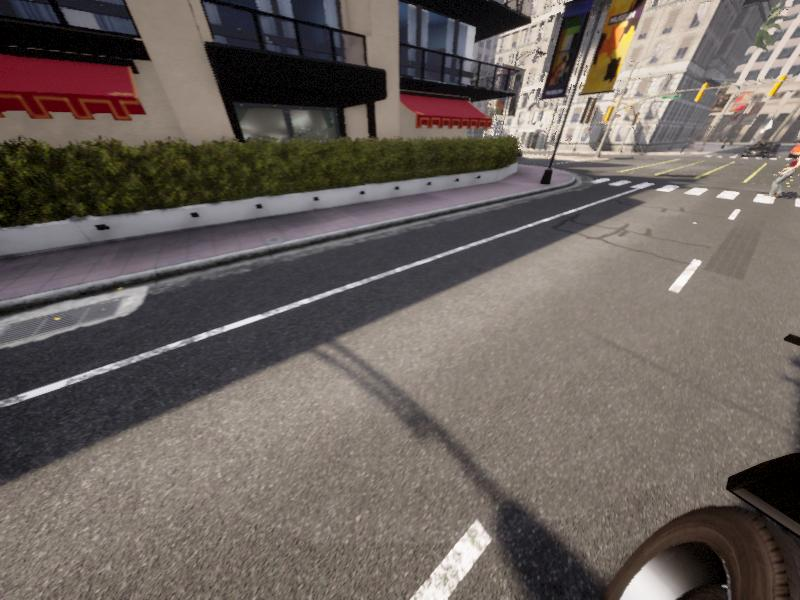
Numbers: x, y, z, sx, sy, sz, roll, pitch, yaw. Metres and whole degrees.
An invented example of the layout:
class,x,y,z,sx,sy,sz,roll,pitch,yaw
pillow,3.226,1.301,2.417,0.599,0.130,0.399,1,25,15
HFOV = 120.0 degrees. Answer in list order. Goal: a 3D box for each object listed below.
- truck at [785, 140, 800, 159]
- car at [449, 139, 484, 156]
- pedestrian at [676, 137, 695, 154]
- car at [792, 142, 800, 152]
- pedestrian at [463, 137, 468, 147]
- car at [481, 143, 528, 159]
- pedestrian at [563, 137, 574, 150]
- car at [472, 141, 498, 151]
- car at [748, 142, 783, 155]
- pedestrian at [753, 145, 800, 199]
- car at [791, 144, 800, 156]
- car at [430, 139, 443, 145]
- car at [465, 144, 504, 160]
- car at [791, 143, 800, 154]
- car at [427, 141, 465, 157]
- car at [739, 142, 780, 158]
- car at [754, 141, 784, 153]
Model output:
class,x,y,z,sx,sy,sz,roll,pitch,yaw
truck,47.675,-17.736,26.494,5.204,2.467,2.627,-23,41,-28
car,9.495,-22.105,33.433,1.932,1.855,4.605,-22,41,-28
pedestrian,37.926,-20.500,30.685,0.751,1.860,0.751,-24,42,-30
car,64.562,-24.303,36.512,4.792,1.488,2.163,-22,41,-28
pedestrian,15.246,-36.688,53.708,0.751,1.860,0.751,0,35,0
car,13.099,-19.024,29.357,2.038,1.542,4.974,-22,41,-28
pedestrian,29.325,-27.243,40.269,0.751,1.860,0.751,-21,40,-26
car,15.646,-28.450,42.704,1.970,1.475,3.806,-23,41,-28
car,51.809,-21.501,32.715,5.357,1.411,2.033,-23,41,-28
pedestrian,16.198,-5.309,9.632,0.751,1.860,0.751,-22,41,-28
car,53.276,-19.726,29.983,5.238,1.638,1.930,-23,41,-28
car,11.165,-48.257,70.638,3.705,1.549,1.789,-22,41,-28
car,10.140,-17.912,27.853,1.970,1.475,3.806,-22,41,-28
car,59.544,-22.206,33.681,4.181,1.385,1.994,-22,41,-28
car,6.281,-21.123,32.273,1.930,1.638,5.238,-22,41,-28
car,43.523,-18.167,27.977,4.892,1.490,1.837,-20,40,-27
car,58.142,-24.107,36.377,4.181,1.385,1.994,-23,41,-29
